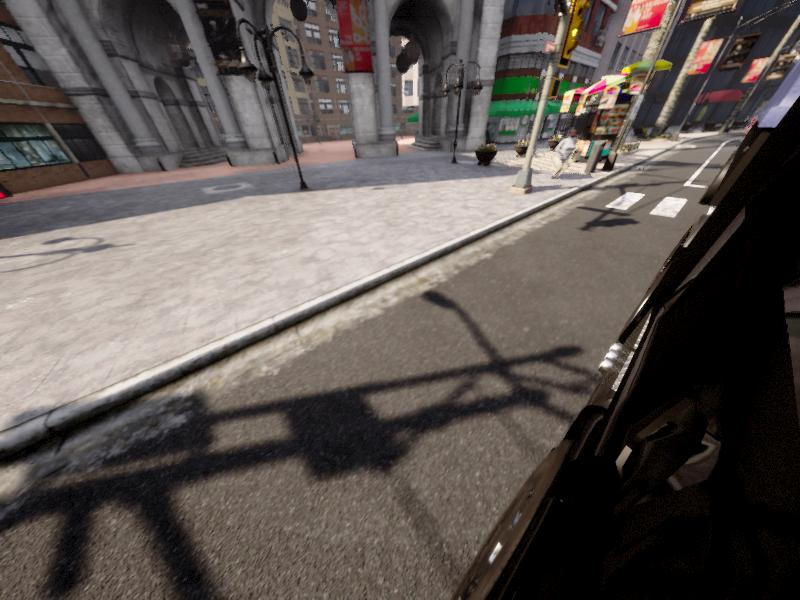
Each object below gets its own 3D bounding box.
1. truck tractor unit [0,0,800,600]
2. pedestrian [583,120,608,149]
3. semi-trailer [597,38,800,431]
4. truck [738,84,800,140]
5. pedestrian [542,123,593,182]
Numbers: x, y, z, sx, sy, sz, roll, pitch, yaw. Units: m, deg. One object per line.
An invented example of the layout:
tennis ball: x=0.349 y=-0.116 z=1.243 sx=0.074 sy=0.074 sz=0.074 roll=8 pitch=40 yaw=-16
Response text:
truck tractor unit: x=2.645 y=-0.295 z=0.351 sx=6.516 sy=4.208 sz=3.053 roll=-28 pitch=44 yaw=-30
pedestrian: x=15.803 y=-13.388 z=18.673 sx=0.751 sy=1.860 sz=0.751 roll=-26 pitch=43 yaw=-28
semi-trailer: x=8.720 y=-3.587 z=4.211 sx=14.254 sy=4.402 sz=2.717 roll=-28 pitch=44 yaw=-30
truck: x=37.114 y=-17.568 z=21.620 sx=8.468 sy=3.827 sz=2.891 roll=-18 pitch=40 yaw=-20
pedestrian: x=6.452 y=-5.713 z=9.016 sx=0.751 sy=1.860 sz=0.751 roll=-6 pitch=37 yaw=-5
